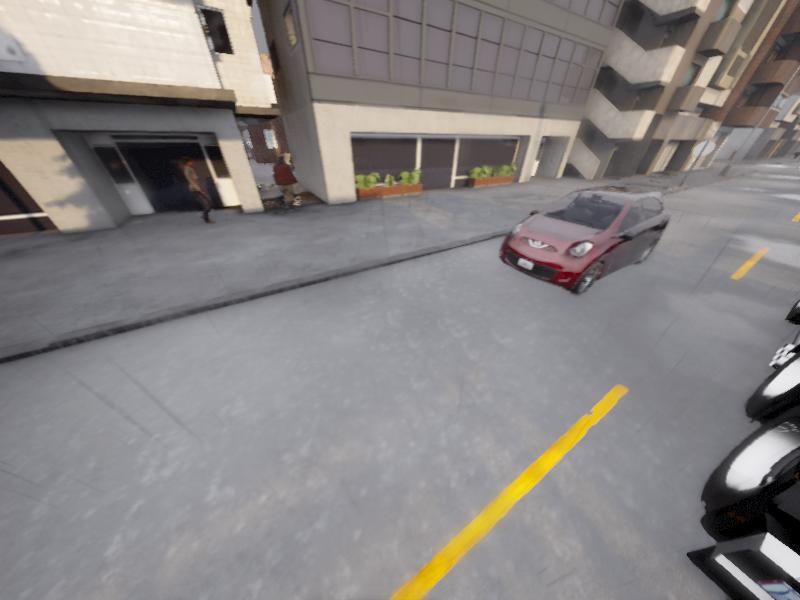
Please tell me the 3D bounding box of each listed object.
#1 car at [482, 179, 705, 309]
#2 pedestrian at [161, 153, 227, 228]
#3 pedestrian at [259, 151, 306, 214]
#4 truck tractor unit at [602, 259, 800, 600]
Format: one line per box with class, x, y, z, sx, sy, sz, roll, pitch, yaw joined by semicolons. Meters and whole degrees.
car;3.849;-1.436;4.770;3.633;1.501;1.845;-18;39;-25
pedestrian;-5.934;-3.196;6.776;0.751;1.860;0.751;-22;40;-29
pedestrian;-4.006;-4.054;8.031;0.751;1.860;0.751;1;35;1
truck tractor unit;5.104;-0.308;0.793;6.516;4.208;3.053;-19;39;-24
